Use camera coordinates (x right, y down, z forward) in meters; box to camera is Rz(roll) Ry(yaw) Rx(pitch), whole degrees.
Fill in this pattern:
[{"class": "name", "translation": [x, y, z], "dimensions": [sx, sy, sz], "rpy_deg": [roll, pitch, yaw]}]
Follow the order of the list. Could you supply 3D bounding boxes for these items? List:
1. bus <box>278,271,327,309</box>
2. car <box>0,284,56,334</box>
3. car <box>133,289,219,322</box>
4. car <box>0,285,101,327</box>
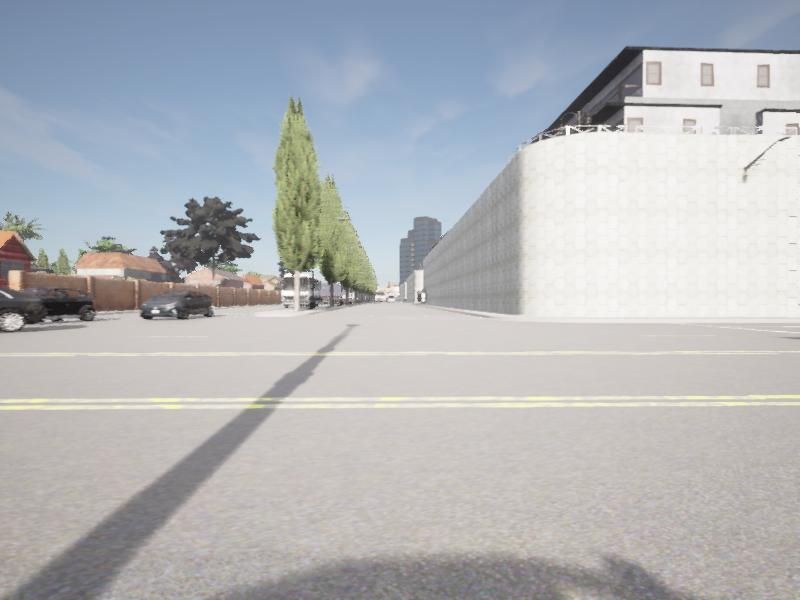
[{"class": "bus", "translation": [-12.076, -1.125, 50.761], "dimensions": [3.944, 4.253, 10.273], "rpy_deg": [0, 0, -2]}, {"class": "car", "translation": [-13.134, 0.250, 11.247], "dimensions": [1.837, 1.490, 4.892], "rpy_deg": [1, 0, 29]}, {"class": "car", "translation": [-11.374, 0.234, 20.771], "dimensions": [2.007, 1.525, 4.514], "rpy_deg": [0, 0, -1]}, {"class": "car", "translation": [-14.981, 0.221, 16.892], "dimensions": [1.789, 1.549, 3.705], "rpy_deg": [0, 0, 5]}]
